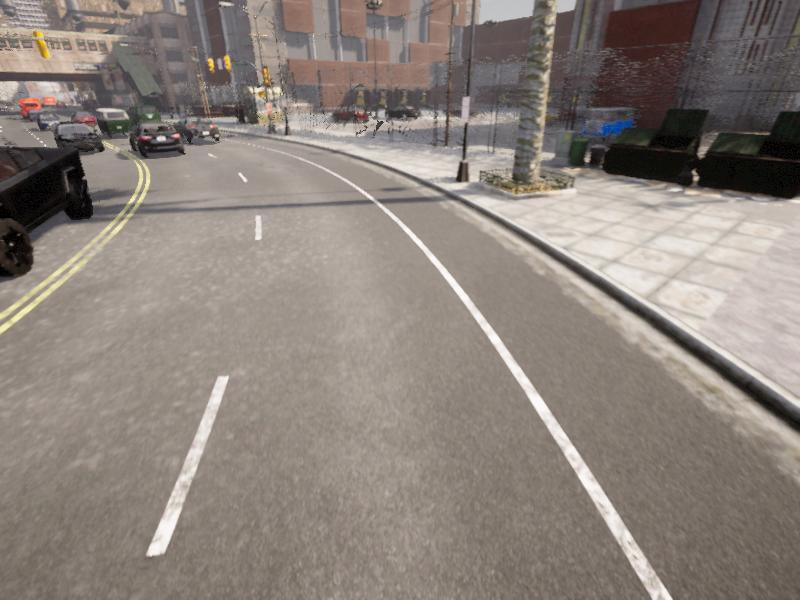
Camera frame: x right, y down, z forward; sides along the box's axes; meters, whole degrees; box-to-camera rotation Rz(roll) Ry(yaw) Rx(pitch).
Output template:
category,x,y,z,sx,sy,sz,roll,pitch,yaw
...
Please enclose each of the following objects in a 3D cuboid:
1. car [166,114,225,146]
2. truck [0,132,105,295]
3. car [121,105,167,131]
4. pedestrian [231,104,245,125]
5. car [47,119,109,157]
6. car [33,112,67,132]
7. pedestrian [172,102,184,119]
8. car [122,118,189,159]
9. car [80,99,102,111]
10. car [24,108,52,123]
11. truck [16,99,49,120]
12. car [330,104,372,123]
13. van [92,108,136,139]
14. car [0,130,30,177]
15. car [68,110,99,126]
category,x,y,z,sx,sy,sz,roll,pitch,yaw
car,-14.463,-12.063,28.162,2.152,1.651,5.027,-21,34,-34
truck,-8.914,-2.180,8.578,2.390,2.098,6.274,-10,29,-18
car,-24.718,-17.630,38.539,2.150,2.045,5.566,-23,35,-36
pedestrian,-16.175,-18.536,39.986,0.751,1.860,0.751,24,36,38
car,-18.982,-9.606,23.482,1.930,1.638,5.238,-22,34,-36
car,-32.731,-16.672,37.350,1.789,1.549,3.705,-22,34,-36
pedestrian,-27.755,-23.685,50.038,0.751,1.860,0.751,-23,35,-36
car,-13.962,-9.280,22.755,2.242,1.667,4.611,-20,33,-33
car,-62.388,-39.307,80.723,2.435,2.045,5.566,-23,35,-36
car,-45.817,-23.371,50.553,2.033,1.411,5.357,-22,35,-36
truck,-51.337,-26.694,55.863,2.627,2.467,5.204,-22,35,-36
car,-5.433,-20.538,43.929,2.185,1.767,4.553,-23,35,-36
van,-23.031,-14.266,32.124,1.775,1.987,4.442,-22,35,-35
car,-18.183,-6.502,17.679,2.163,1.488,4.792,-20,33,-33
car,-35.400,-20.411,44.766,1.994,1.385,4.181,-22,35,-36
